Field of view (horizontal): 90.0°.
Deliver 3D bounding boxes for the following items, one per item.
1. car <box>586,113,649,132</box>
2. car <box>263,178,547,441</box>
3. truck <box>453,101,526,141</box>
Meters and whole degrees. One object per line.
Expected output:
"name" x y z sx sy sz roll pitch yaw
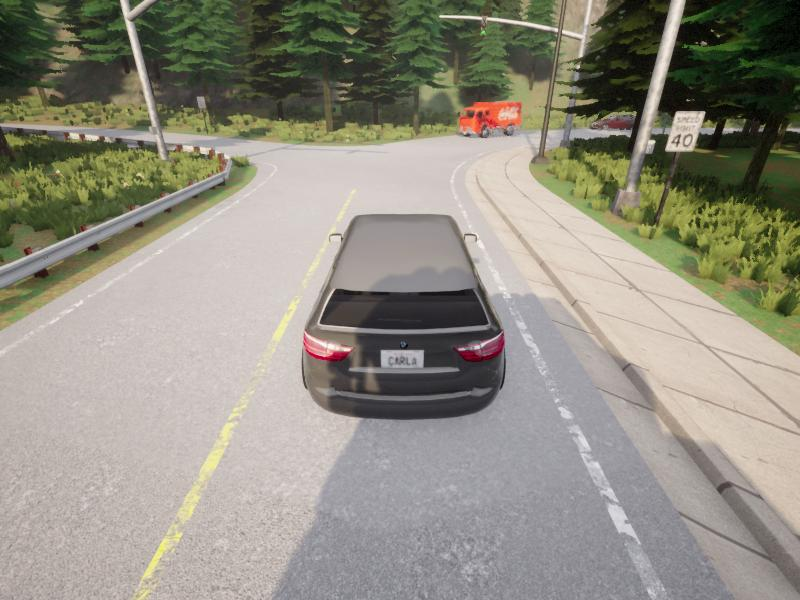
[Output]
"car" 19.940 -16.364 36.858 4.674 1.442 1.812 -4 27 -7
"car" 0.043 -0.416 5.589 2.242 1.667 4.611 0 27 0
"truck" 7.018 -14.247 31.570 5.204 2.467 2.627 -20 33 -31
